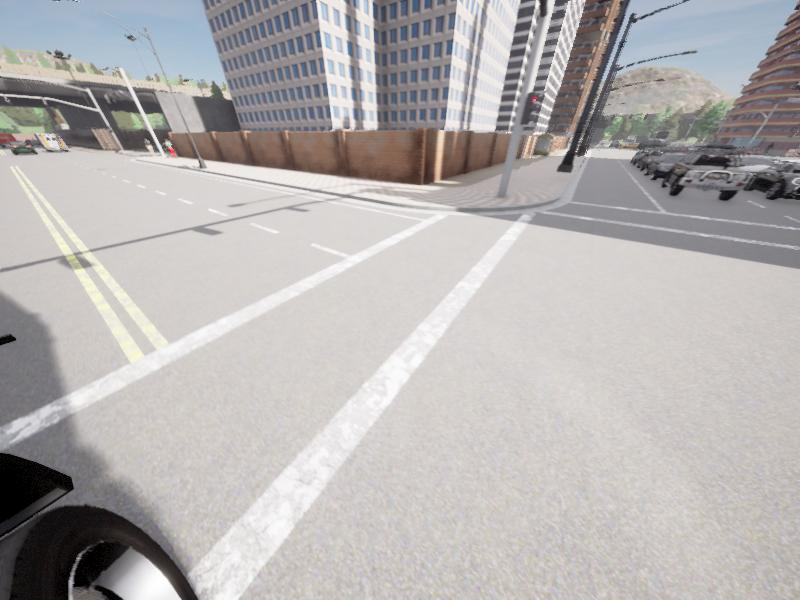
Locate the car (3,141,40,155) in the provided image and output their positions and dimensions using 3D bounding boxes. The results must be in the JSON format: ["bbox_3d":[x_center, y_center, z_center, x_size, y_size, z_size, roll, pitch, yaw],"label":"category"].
[{"bbox_3d":[-53.059,-21.341,32.339,4.974,1.542,2.038,22,41,28],"label":"car"}]

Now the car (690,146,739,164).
[{"bbox_3d":[37.239,-17.350,27.541,2.128,1.511,4.902,22,41,28],"label":"car"}]

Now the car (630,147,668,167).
[{"bbox_3d":[25.528,-14.824,23.886,1.816,1.474,4.193,22,41,28],"label":"car"}]

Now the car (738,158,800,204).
[{"bbox_3d":[18.331,-5.487,10.574,1.970,1.475,3.806,22,41,28],"label":"car"}]

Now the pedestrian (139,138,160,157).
[{"bbox_3d":[-29.426,-17.935,27.131,0.751,1.860,0.751,19,39,24],"label":"pedestrian"}]

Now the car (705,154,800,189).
[{"bbox_3d":[21.618,-8.152,14.412,1.812,1.442,4.674,22,41,28],"label":"car"}]

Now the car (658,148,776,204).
[{"bbox_3d":[14.719,-6.187,11.186,1.932,1.855,4.605,24,41,29],"label":"car"}]

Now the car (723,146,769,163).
[{"bbox_3d":[42.129,-17.838,28.240,1.789,1.549,3.705,22,41,28],"label":"car"}]

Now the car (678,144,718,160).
[{"bbox_3d":[41.137,-20.557,32.026,2.033,1.649,4.856,22,41,28],"label":"car"}]

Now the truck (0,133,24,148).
[{"bbox_3d":[-85.484,-34.785,50.361,5.204,2.467,2.627,22,41,28],"label":"truck"}]

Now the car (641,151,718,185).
[{"bbox_3d":[18.238,-8.917,15.435,2.163,1.488,4.792,22,41,28],"label":"car"}]

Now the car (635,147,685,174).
[{"bbox_3d":[21.957,-11.988,19.716,1.851,1.617,3.988,22,41,28],"label":"car"}]

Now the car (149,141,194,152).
[{"bbox_3d":[-38.413,-25.924,38.957,1.837,1.490,4.892,22,41,28],"label":"car"}]

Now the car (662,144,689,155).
[{"bbox_3d":[48.868,-26.773,41.025,2.007,1.525,4.514,22,41,28],"label":"car"}]

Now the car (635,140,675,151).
[{"bbox_3d":[58.291,-35.435,52.927,5.566,2.045,2.150,22,41,28],"label":"car"}]

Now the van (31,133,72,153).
[{"bbox_3d":[-57.250,-25.833,37.940,6.366,2.431,2.351,22,41,28],"label":"van"}]

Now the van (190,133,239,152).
[{"bbox_3d":[-32.423,-27.733,40.671,1.988,2.561,5.915,22,41,28],"label":"van"}]

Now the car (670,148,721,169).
[{"bbox_3d":[28.817,-14.007,22.739,1.837,1.490,4.892,22,41,28],"label":"car"}]

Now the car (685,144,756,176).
[{"bbox_3d":[25.128,-11.179,18.350,1.905,1.878,3.866,22,41,28],"label":"car"}]

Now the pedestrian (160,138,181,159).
[{"bbox_3d":[-25.247,-16.663,25.406,0.751,1.860,0.751,16,38,21],"label":"pedestrian"}]
